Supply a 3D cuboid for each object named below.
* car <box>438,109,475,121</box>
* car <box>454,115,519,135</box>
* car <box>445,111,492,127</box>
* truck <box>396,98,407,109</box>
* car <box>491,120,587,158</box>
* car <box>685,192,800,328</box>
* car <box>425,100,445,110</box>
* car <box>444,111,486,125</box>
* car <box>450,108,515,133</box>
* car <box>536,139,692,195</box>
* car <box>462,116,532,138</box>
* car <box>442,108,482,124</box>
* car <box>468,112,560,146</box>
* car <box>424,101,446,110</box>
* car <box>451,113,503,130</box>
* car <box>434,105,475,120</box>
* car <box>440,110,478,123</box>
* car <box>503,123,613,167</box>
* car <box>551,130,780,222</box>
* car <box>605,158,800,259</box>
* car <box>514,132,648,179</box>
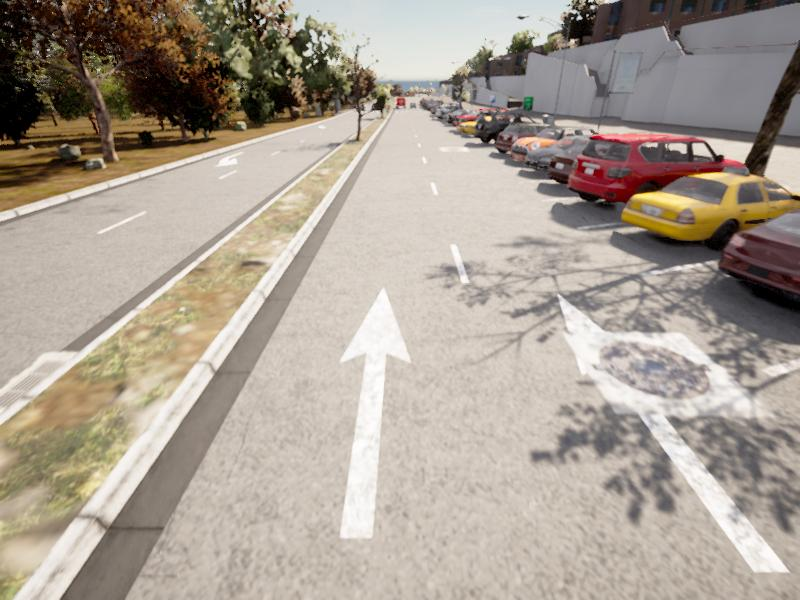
[{"bbox_3d":[8.128,-26.673,57.755,4.792,1.488,2.163,-9,28,-18],"label":"car"},{"bbox_3d":[7.789,-15.880,36.211,5.366,1.575,1.946,-9,28,-18],"label":"car"},{"bbox_3d":[8.026,-21.286,47.004,5.008,1.535,2.097,-9,28,-18],"label":"car"},{"bbox_3d":[0.318,-50.242,102.114,2.627,2.467,5.204,0,28,0],"label":"truck"},{"bbox_3d":[7.848,-9.246,22.819,4.553,1.767,2.185,-9,28,-18],"label":"car"},{"bbox_3d":[7.757,-0.918,6.860,4.674,1.452,2.002,-9,28,-18],"label":"car"},{"bbox_3d":[8.470,-47.612,97.618,4.442,1.987,1.878,-9,29,-18],"label":"car"},{"bbox_3d":[8.053,-22.596,49.704,4.674,1.452,2.002,-9,28,-18],"label":"car"},{"bbox_3d":[7.960,-17.469,38.828,5.566,2.045,2.435,-9,28,-18],"label":"car"},{"bbox_3d":[7.851,-5.031,14.888,4.792,1.488,2.163,-9,28,-18],"label":"car"},{"bbox_3d":[8.120,-14.586,33.652,5.366,1.575,1.946,-9,28,-18],"label":"car"},{"bbox_3d":[8.099,-24.097,52.318,4.553,1.767,2.185,-9,28,-18],"label":"car"},{"bbox_3d":[7.939,-12.083,28.138,5.566,2.045,2.435,-9,28,-18],"label":"car"},{"bbox_3d":[8.314,-46.123,94.973,4.553,1.767,2.185,-9,29,-18],"label":"car"},{"bbox_3d":[7.972,-18.565,41.638,4.792,1.488,2.163,-9,28,-18],"label":"car"},{"bbox_3d":[8.147,-28.282,60.301,5.566,2.045,2.435,-9,28,-18],"label":"car"},{"bbox_3d":[8.087,-25.293,55.063,4.674,1.452,2.002,-9,29,-18],"label":"car"},{"bbox_3d":[7.894,-7.891,20.158,4.553,1.767,2.185,-9,29,-18],"label":"car"},{"bbox_3d":[7.836,-3.915,12.086,5.566,2.045,2.435,-9,28,-18],"label":"car"},{"bbox_3d":[7.962,-2.350,9.572,5.366,1.575,1.946,-9,28,-18],"label":"car"},{"bbox_3d":[7.851,-6.412,17.534,4.892,1.521,2.231,-9,29,-18],"label":"car"}]
